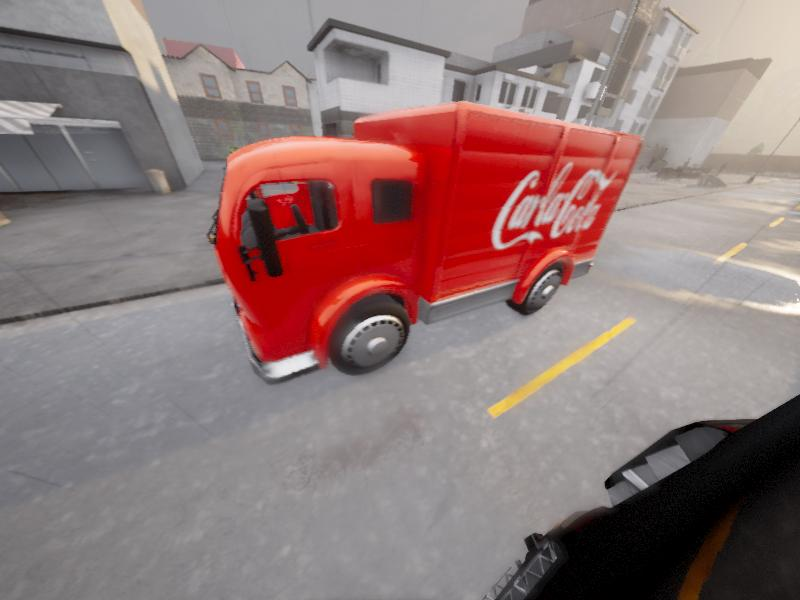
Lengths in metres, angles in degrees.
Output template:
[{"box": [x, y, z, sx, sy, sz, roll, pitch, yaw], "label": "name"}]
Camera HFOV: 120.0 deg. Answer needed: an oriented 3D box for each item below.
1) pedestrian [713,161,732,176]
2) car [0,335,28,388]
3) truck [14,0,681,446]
[{"box": [46.985, -19.129, 33.682, 0.751, 1.860, 0.751, -24, 42, -34], "label": "pedestrian"}, {"box": [-6.030, 1.259, 0.365, 5.357, 1.411, 2.033, -16, 38, -26], "label": "car"}, {"box": [0.525, -1.081, 3.341, 5.204, 2.467, 2.627, -16, 38, -26], "label": "truck"}]
